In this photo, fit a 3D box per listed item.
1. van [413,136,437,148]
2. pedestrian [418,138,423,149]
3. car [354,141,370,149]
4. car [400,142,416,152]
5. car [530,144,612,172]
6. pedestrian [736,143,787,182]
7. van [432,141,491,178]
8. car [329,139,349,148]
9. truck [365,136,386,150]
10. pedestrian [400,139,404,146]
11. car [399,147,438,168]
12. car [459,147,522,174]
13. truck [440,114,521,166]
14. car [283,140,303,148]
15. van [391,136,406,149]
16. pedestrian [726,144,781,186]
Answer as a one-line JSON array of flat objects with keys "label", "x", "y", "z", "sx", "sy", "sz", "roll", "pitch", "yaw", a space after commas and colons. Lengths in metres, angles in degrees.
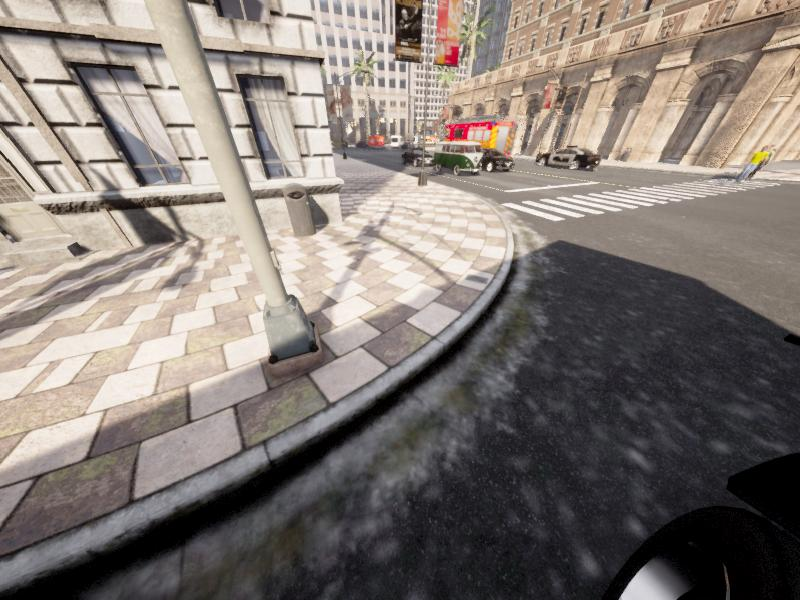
[{"label": "van", "x": 6.681, "y": -42.663, "z": 62.165, "sx": 5.915, "sy": 2.561, "sz": 1.988, "roll": -15, "pitch": 38, "yaw": -19}, {"label": "pedestrian", "x": 4.484, "y": -34.465, "z": 50.867, "sx": 0.751, "sy": 1.860, "sz": 0.751, "roll": -23, "pitch": 41, "yaw": -28}, {"label": "car", "x": -9.317, "y": -37.924, "z": 56.460, "sx": 1.851, "sy": 1.617, "sz": 3.988, "roll": -29, "pitch": 44, "yaw": -34}, {"label": "car", "x": 1.457, "y": -30.136, "z": 45.336, "sx": 1.845, "sy": 1.501, "sz": 3.633, "roll": -13, "pitch": 37, "yaw": -18}, {"label": "car", "x": 14.246, "y": -12.212, "z": 19.721, "sx": 1.930, "sy": 1.638, "sz": 5.238, "roll": -14, "pitch": 38, "yaw": -18}, {"label": "pedestrian", "x": 21.112, "y": -8.042, "z": 13.528, "sx": 0.751, "sy": 1.860, "sz": 0.751, "roll": -22, "pitch": 40, "yaw": -27}, {"label": "van", "x": 4.258, "y": -10.413, "z": 16.937, "sx": 1.775, "sy": 1.987, "sz": 4.442, "roll": -14, "pitch": 37, "yaw": -18}, {"label": "car", "x": -15.874, "y": -40.805, "z": 60.291, "sx": 4.605, "sy": 1.855, "sz": 1.932, "roll": 14, "pitch": 37, "yaw": 19}, {"label": "truck", "x": -5.457, "y": -34.564, "z": 50.834, "sx": 2.627, "sy": 2.467, "sz": 5.204, "roll": -16, "pitch": 37, "yaw": -22}, {"label": "pedestrian", "x": 0.559, "y": -46.404, "z": 68.097, "sx": 0.751, "sy": 1.860, "sz": 0.751, "roll": -15, "pitch": 38, "yaw": -19}, {"label": "car", "x": 1.623, "y": -13.832, "z": 22.276, "sx": 1.812, "sy": 1.442, "sz": 4.674, "roll": -14, "pitch": 37, "yaw": -18}, {"label": "car", "x": 7.130, "y": -11.494, "z": 18.879, "sx": 1.837, "sy": 1.490, "sz": 4.892, "roll": -14, "pitch": 37, "yaw": -18}, {"label": "truck", "x": 7.798, "y": -16.768, "z": 24.335, "sx": 2.891, "sy": 3.827, "sz": 8.468, "roll": -14, "pitch": 37, "yaw": -18}, {"label": "car", "x": -27.893, "y": -40.732, "z": 60.343, "sx": 4.553, "sy": 1.767, "sz": 2.097, "roll": -13, "pitch": 37, "yaw": -18}, {"label": "van", "x": -0.383, "y": -37.520, "z": 54.914, "sx": 1.988, "sy": 2.561, "sz": 5.915, "roll": 9, "pitch": 36, "yaw": 13}, {"label": "pedestrian", "x": 19.053, "y": -7.303, "z": 12.494, "sx": 0.751, "sy": 1.860, "sz": 0.751, "roll": -20, "pitch": 40, "yaw": -26}]
